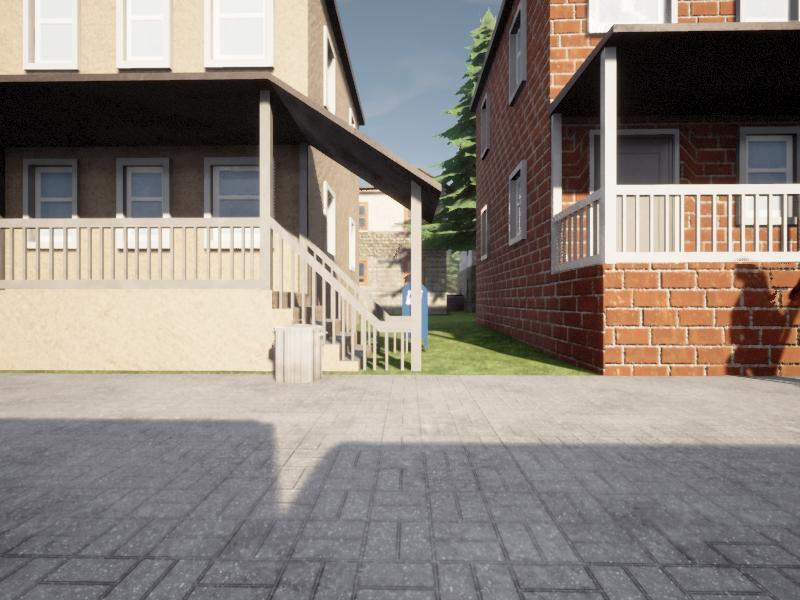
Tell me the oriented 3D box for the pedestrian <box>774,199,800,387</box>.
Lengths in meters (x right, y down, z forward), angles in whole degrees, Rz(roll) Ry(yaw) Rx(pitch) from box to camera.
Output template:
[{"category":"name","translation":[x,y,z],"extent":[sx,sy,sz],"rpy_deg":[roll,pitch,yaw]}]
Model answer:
[{"category":"pedestrian","translation":[4.326,-0.067,3.850],"extent":[0.751,1.860,0.751],"rpy_deg":[0,0,0]}]
